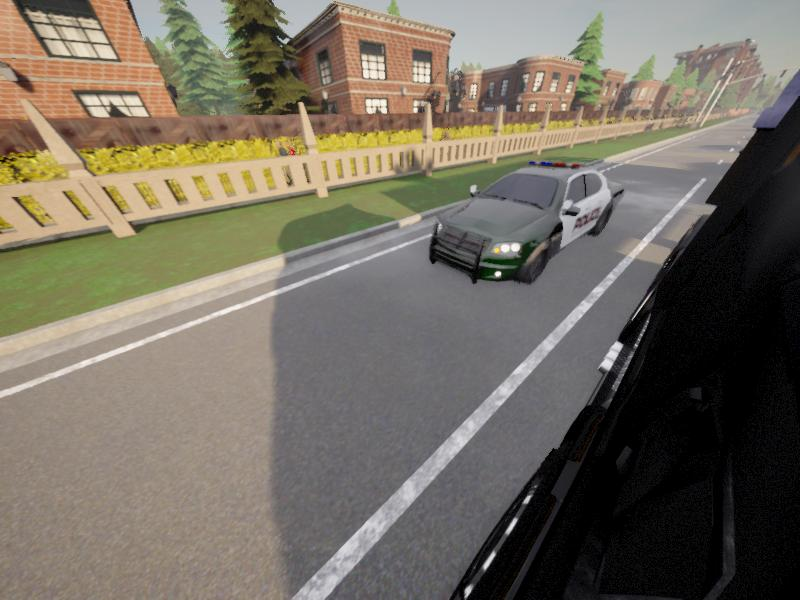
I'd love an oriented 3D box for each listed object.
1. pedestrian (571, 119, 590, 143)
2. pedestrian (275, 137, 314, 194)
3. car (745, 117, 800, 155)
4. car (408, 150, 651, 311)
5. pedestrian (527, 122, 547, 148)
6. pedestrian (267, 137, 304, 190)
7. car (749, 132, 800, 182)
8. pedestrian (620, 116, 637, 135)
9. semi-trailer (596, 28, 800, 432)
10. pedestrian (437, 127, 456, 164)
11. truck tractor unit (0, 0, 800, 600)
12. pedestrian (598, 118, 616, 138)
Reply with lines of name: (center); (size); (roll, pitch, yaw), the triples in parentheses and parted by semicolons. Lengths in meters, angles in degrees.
pedestrian: (17.877, -16.716, 22.908); (0.751, 1.860, 0.751); (-27, 43, -28)
pedestrian: (-4.188, -5.399, 9.274); (0.751, 1.860, 0.751); (-27, 43, -28)
car: (24.274, -10.374, 14.530); (5.027, 1.651, 2.152); (-27, 43, -29)
car: (2.726, -1.908, 4.746); (4.974, 1.542, 2.038); (-27, 43, -29)
pedestrian: (12.169, -14.655, 20.535); (0.751, 1.860, 0.751); (-26, 43, -28)
pedestrian: (-4.911, -5.904, 9.995); (0.751, 1.860, 0.751); (-27, 43, -28)
car: (16.134, -5.764, 9.154); (4.181, 1.385, 1.994); (-27, 41, -29)
pedestrian: (30.167, -23.000, 30.471); (0.751, 1.860, 0.751); (-27, 43, -29)
semi-trailer: (8.812, -3.532, 4.102); (14.254, 4.402, 2.717); (-27, 43, -28)
pedestrian: (2.909, -9.686, 14.518); (0.751, 1.860, 0.751); (-28, 44, -29)
truck tractor unit: (2.645, -0.295, 0.351); (6.516, 4.208, 3.053); (-28, 44, -30)
pedestrian: (23.756, -19.749, 26.562); (0.751, 1.860, 0.751); (-26, 43, -27)
